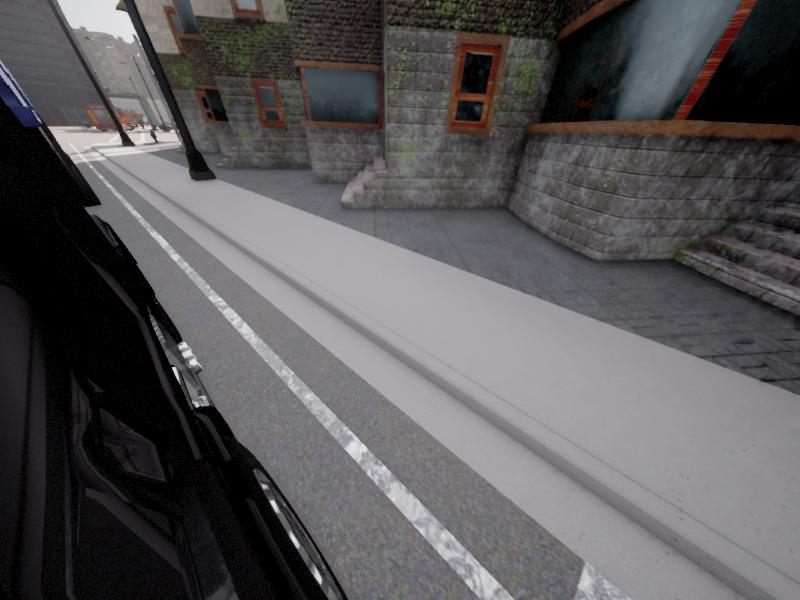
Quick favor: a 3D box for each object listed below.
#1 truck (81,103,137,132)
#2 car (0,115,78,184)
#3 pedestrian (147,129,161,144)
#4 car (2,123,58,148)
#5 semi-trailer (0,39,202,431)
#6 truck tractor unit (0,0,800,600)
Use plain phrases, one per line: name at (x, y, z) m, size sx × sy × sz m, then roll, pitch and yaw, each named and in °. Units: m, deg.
truck at (-53.434, -33.678, 42.830) m, size 2.891 × 3.827 × 8.468 m, roll -15°, pitch 40°, yaw -22°
car at (-16.335, -6.529, 9.816) m, size 5.566 × 2.045 × 2.150 m, roll 27°, pitch 43°, yaw 30°
pedestrian at (-23.282, -15.479, 21.889) m, size 0.500 × 1.100 × 0.500 m, roll -24°, pitch 44°, yaw -31°
car at (-30.165, -13.533, 18.970) m, size 4.674 × 1.442 × 1.812 m, roll 29°, pitch 44°, yaw 30°
semi-trailer at (-8.732, -3.563, 4.221) m, size 14.254 × 4.402 × 2.717 m, roll 28°, pitch 43°, yaw 30°
truck tractor unit at (-2.645, -0.295, 0.351) m, size 6.516 × 4.208 × 3.053 m, roll 28°, pitch 44°, yaw 30°
